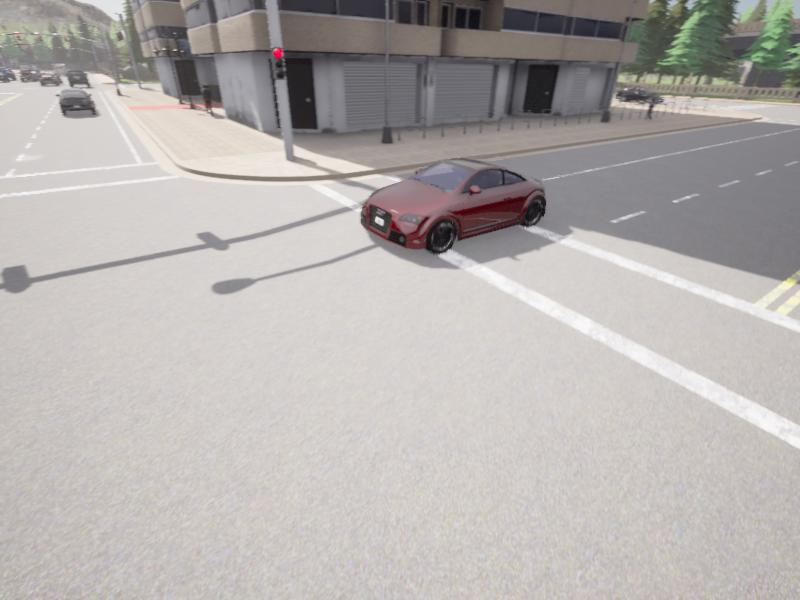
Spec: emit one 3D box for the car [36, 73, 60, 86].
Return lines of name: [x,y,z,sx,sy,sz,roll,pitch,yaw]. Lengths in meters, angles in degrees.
car: [-49.898,-31.330,56.798,2.038,1.542,4.974,-18,35,-30]

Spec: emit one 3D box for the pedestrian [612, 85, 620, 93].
pedestrian: [30.938,-30.256,57.348,0.500,1.100,0.500,-17,35,-28]

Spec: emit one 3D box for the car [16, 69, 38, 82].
car: [-61.680,-37.147,66.160,1.905,1.878,3.866,-18,35,-30]

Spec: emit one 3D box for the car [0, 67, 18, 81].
car: [-68.748,-39.392,69.638,2.150,2.045,5.566,-18,35,-30]

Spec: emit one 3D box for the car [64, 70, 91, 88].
car: [-43.147,-29.626,53.553,2.150,2.045,5.566,-18,35,-30]

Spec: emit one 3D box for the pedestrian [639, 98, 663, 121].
pedestrian: [16.784,-12.733,26.773,0.751,1.300,0.751,-18,35,-30]

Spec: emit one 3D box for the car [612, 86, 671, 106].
car: [25.669,-21.813,42.657,1.837,1.490,4.892,-18,36,-30]

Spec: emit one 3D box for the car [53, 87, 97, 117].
car: [-22.024,-13.524,27.198,1.812,1.442,4.674,-18,35,-30]

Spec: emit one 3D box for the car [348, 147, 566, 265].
car: [1.250,-2.215,8.543,4.181,1.385,1.994,-19,35,-30]

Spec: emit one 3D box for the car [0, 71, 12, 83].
car: [-64.036,-35.621,63.861,2.163,1.488,4.792,-18,35,-30]

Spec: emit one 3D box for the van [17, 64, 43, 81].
van: [-66.526,-41.021,72.104,2.351,2.431,6.366,-18,35,-30]

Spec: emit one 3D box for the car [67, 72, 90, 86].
car: [-48.723,-33.545,60.688,2.242,1.667,4.611,-18,35,-30]

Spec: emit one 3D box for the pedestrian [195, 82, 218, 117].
pedestrian: [-12.137,-12.598,25.133,0.751,1.860,0.751,-22,37,-33]
